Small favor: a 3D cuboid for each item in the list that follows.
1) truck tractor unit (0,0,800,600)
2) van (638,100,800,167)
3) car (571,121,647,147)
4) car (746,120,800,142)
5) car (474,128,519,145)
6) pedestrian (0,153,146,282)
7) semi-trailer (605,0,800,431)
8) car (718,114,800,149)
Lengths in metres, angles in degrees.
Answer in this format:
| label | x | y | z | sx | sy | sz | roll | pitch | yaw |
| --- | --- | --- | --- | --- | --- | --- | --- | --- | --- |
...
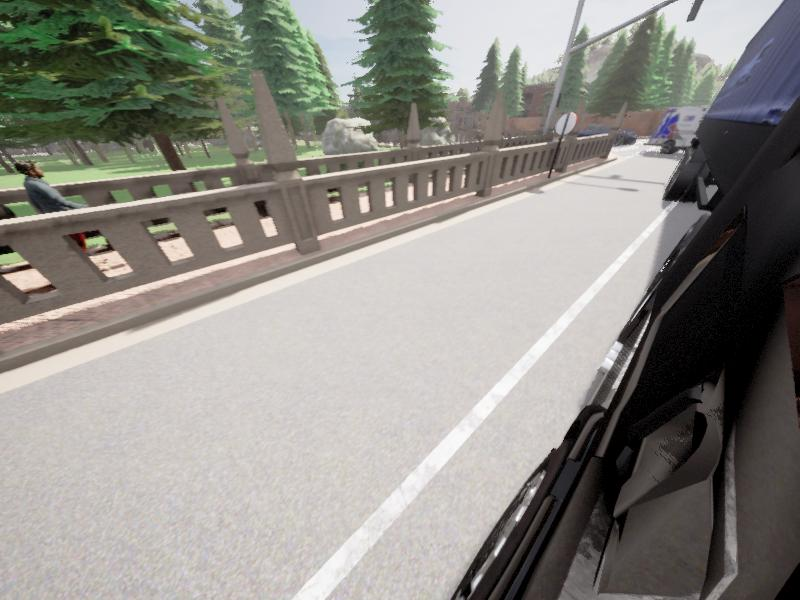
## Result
| label | x | y | z | sx | sy | sz | roll | pitch | yaw |
| --- | --- | --- | --- | --- | --- | --- | --- | --- | --- |
| truck tractor unit | 2.645 | -0.295 | 0.352 | 6.516 | 4.208 | 3.053 | -28 | 44 | -30 |
| van | 18.740 | -9.830 | 13.634 | 2.351 | 2.431 | 6.366 | 2 | 37 | -5 |
| car | 19.089 | -15.313 | 21.344 | 2.097 | 1.767 | 4.553 | -29 | 44 | -31 |
| car | 32.889 | -15.024 | 20.495 | 4.181 | 1.385 | 1.994 | -29 | 44 | -31 |
| car | 11.764 | -20.213 | 28.507 | 2.007 | 1.525 | 4.514 | -28 | 44 | -30 |
| pedestrian | -5.581 | -1.375 | 3.944 | 0.751 | 1.860 | 0.751 | 20 | 42 | 27 |
| semi-trailer | 8.296 | -3.856 | 4.582 | 2.717 | 4.402 | 14.254 | 29 | 47 | 35 |
| car | 26.363 | -11.619 | 15.935 | 4.605 | 1.855 | 1.932 | 23 | 44 | 29 |
